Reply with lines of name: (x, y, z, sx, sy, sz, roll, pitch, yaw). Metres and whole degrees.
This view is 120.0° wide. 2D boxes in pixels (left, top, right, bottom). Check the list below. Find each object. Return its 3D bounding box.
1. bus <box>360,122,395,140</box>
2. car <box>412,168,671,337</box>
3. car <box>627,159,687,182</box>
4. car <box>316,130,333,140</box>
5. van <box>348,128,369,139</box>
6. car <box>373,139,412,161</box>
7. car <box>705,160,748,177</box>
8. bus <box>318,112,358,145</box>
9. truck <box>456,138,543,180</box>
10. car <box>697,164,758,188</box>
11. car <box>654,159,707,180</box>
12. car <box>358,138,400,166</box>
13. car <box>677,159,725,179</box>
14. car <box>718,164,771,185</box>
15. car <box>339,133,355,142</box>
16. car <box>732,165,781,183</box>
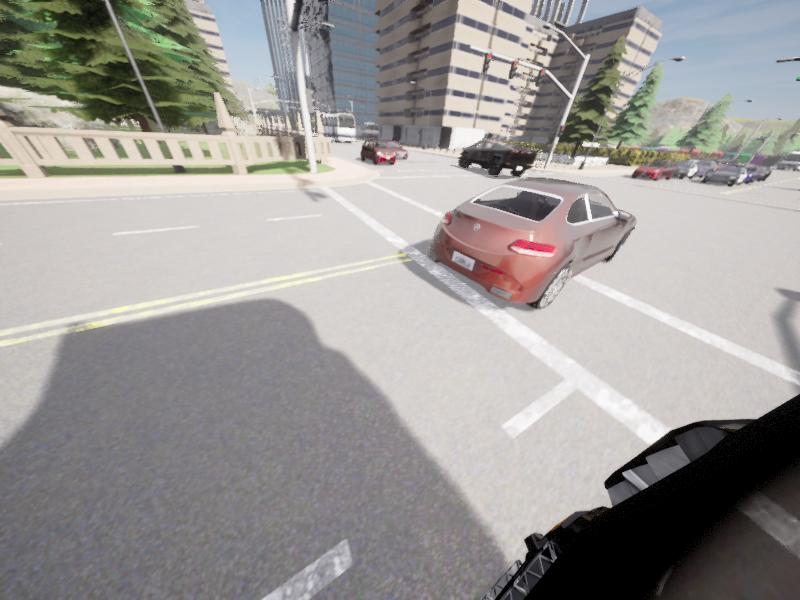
bus: (-7.216, -54.948, 75.195, 10.273, 4.253, 3.944, -16, 40, -25)
car: (2.924, -1.498, 4.643, 5.027, 1.651, 2.152, -22, 43, -31)
car: (23.606, -11.962, 21.242, 4.514, 1.525, 2.007, -15, 40, -24)
car: (-16.703, -36.250, 50.845, 2.128, 1.511, 4.902, -16, 40, -26)
van: (-13.510, -54.864, 76.013, 6.366, 2.431, 2.351, -16, 40, -25)
car: (-0.878, -15.233, 23.411, 1.812, 1.442, 4.674, -16, 40, -26)
car: (45.237, -18.284, 32.000, 4.611, 1.667, 2.242, -16, 41, -26)
bus: (-11.625, -31.883, 42.969, 3.944, 4.253, 10.273, -16, 40, -26)
truck: (7.098, -10.881, 17.623, 2.390, 2.098, 6.274, -7, 37, -16)
car: (29.855, -11.375, 21.047, 4.974, 1.542, 2.038, -16, 41, -26)
car: (29.030, -13.502, 23.906, 4.974, 1.542, 2.038, -16, 41, -26)
car: (-1.799, -12.104, 18.853, 1.851, 1.617, 3.988, -15, 40, -24)
car: (35.050, -15.295, 26.898, 4.856, 1.649, 2.033, -16, 40, -26)
car: (35.894, -13.133, 24.080, 4.514, 1.525, 2.007, -16, 41, -26)
car: (-11.276, -34.555, 49.071, 1.816, 1.474, 4.193, -16, 40, -26)
car: (41.403, -14.734, 26.852, 4.902, 1.511, 2.128, -16, 41, -26)
